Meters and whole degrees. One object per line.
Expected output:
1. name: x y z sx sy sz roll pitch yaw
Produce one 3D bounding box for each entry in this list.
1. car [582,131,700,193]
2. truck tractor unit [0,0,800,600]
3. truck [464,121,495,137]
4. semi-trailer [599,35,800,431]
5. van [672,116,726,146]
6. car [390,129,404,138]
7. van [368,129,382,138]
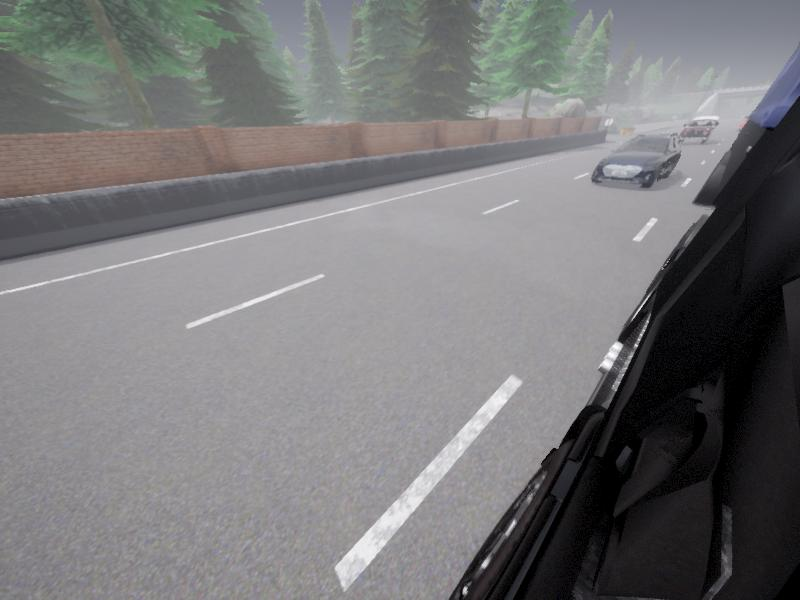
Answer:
1. car: 9.950 -5.835 9.530 4.856 1.649 2.033 -27 42 -29
2. truck tractor unit: 2.645 -0.295 0.351 6.516 4.208 3.053 -28 44 -30
3. truck: 16.382 -35.477 47.887 2.627 2.467 5.204 -28 43 -30
4. semi-trailer: 8.662 -3.614 4.285 14.254 4.402 2.717 -28 44 -30
5. van: 27.148 -15.381 20.976 4.480 2.038 2.069 -28 44 -31
6. car: -0.701 -42.708 59.156 1.932 1.855 4.605 -14 40 -18
7. van: -7.275 -48.213 66.779 1.775 1.987 4.442 -28 44 -30
